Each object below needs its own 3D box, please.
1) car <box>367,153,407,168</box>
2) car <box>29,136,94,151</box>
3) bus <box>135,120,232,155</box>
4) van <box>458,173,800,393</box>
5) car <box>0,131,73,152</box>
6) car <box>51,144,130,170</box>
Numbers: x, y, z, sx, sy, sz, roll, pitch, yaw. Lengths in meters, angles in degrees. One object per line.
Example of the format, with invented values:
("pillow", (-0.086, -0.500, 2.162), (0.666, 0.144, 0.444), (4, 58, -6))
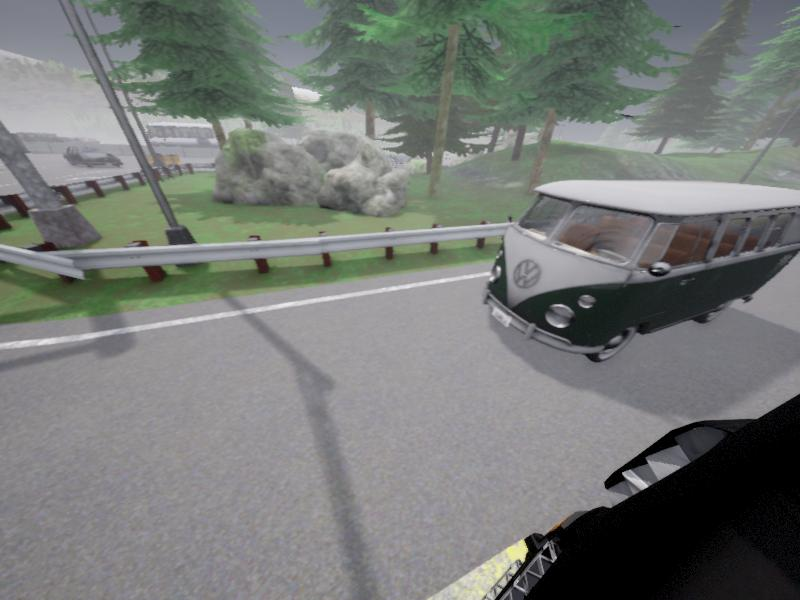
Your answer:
("car", (-1.794, -19.281, 31.898), (4.974, 1.542, 2.038), (-10, 35, -18))
("car", (-49.961, -23.151, 34.252), (4.856, 1.649, 2.033), (-10, 35, -19))
("bus", (-35.202, -26.780, 38.430), (10.273, 4.253, 3.944), (-11, 36, -18))
("van", (3.423, -0.625, 3.398), (4.442, 1.987, 1.775), (-10, 35, -18))
("car", (-49.486, -21.355, 31.165), (5.566, 2.045, 2.150), (-10, 35, -19))
("car", (-24.554, -11.389, 18.351), (5.357, 1.411, 2.033), (17, 36, 20))
